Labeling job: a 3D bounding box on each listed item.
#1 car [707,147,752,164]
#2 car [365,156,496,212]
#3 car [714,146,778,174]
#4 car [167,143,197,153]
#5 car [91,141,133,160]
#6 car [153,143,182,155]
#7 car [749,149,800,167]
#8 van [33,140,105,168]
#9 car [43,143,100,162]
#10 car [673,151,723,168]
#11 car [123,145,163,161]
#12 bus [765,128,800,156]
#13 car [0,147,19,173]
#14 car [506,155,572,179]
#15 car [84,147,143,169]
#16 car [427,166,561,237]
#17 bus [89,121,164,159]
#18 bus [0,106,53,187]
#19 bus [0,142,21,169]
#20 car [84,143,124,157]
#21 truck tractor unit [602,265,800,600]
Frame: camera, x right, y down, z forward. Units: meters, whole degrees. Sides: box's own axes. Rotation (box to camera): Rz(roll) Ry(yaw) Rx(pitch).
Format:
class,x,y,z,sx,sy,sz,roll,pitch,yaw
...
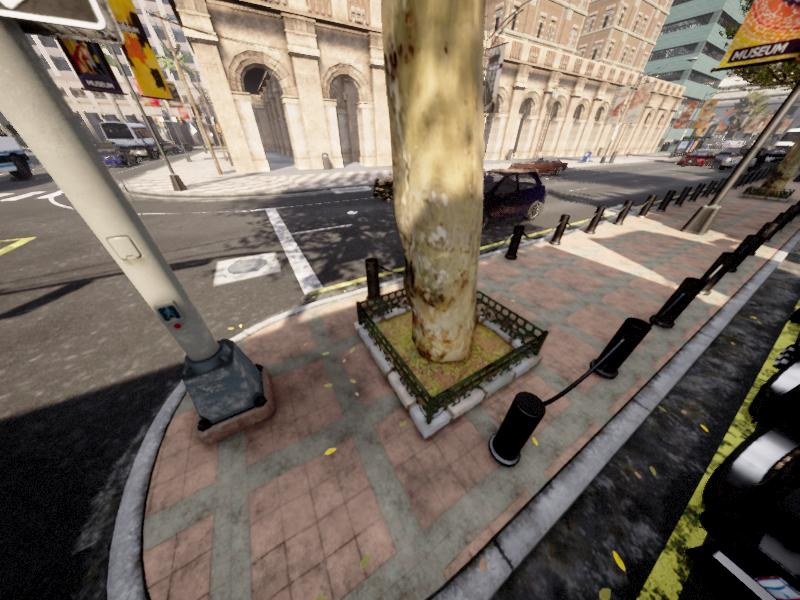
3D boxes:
class,x,y,z,sx,sy,sz,roll,pitch,yaw
car,41.979,-18.445,29.410,4.856,1.649,2.033,-18,39,-24
car,1.365,-5.194,10.037,5.238,1.638,1.930,-18,39,-24
car,31.529,-12.853,21.062,4.605,1.855,1.932,-20,39,-24
car,-43.483,-30.494,46.296,2.152,1.651,5.027,-7,36,-11
car,-36.778,-19.207,29.649,1.905,1.878,3.866,-18,39,-24
car,-39.279,-25.662,39.138,2.152,1.651,5.027,-18,39,-24
car,43.589,-16.615,26.895,4.902,1.511,2.128,-18,39,-24
van,-31.632,-14.183,22.344,2.069,2.038,4.480,-18,39,-24
car,-39.693,-18.013,28.103,2.242,1.667,4.611,-18,39,-25
car,31.754,-15.016,24.629,4.181,1.385,1.994,-18,39,-24
car,-32.289,-18.642,29.192,2.007,1.525,4.514,-18,39,-24
bus,78.749,-31.375,46.009,10.273,4.253,3.944,-17,38,-25
car,-32.061,-10.427,17.320,1.851,1.617,3.988,-18,39,-25
car,10.615,-10.240,17.655,4.718,1.301,1.895,-18,39,-24
car,-27.615,-13.952,22.530,2.163,1.488,4.792,-18,39,-24
car,2.948,-3.342,7.488,3.633,1.501,1.845,-18,39,-24
bus,-41.859,-25.154,36.112,3.944,4.253,10.273,-18,40,-24
bus,-24.186,-7.610,11.030,3.944,4.253,10.273,-18,39,-25
bus,-36.101,-11.661,16.770,3.944,4.253,10.273,-18,37,-24
car,-44.191,-22.582,34.658,1.930,1.638,5.238,-18,39,-24
truck tractor unit,5.110,-0.302,0.776,6.516,4.208,3.053,-18,39,-24
